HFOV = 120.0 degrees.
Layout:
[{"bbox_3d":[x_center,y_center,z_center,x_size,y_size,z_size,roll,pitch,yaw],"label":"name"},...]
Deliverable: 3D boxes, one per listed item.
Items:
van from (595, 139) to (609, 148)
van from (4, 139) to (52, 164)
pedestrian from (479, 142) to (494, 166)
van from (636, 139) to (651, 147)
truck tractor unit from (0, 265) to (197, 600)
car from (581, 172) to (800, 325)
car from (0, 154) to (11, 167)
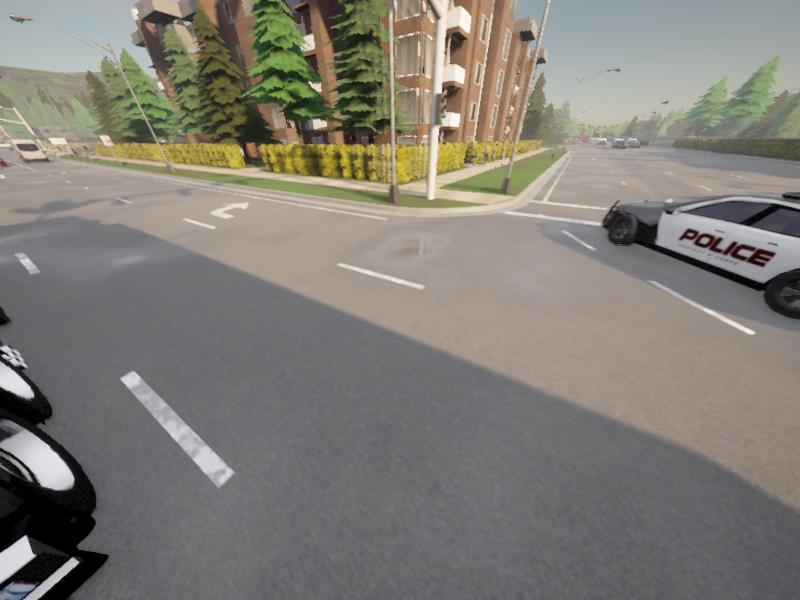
[{"bbox_3d":[54.186,-42.128,62.147,2.069,2.038,4.480,20,40,27],"label":"van"},{"bbox_3d":[-49.749,-19.907,30.906,5.915,2.561,1.988,19,40,26],"label":"van"},{"bbox_3d":[7.966,-13.390,21.215,0.751,1.860,0.751,20,40,26],"label":"pedestrian"},{"bbox_3d":[70.260,-45.335,66.621,1.775,1.987,4.442,20,40,27],"label":"van"},{"bbox_3d":[-5.120,-0.290,0.781,6.516,4.208,3.053,18,39,24],"label":"truck tractor unit"},{"bbox_3d":[6.701,-1.327,4.503,2.038,1.542,4.974,-4,35,-6],"label":"car"},{"bbox_3d":[-46.034,-15.825,25.820,3.988,1.617,1.851,20,40,26],"label":"car"}]
